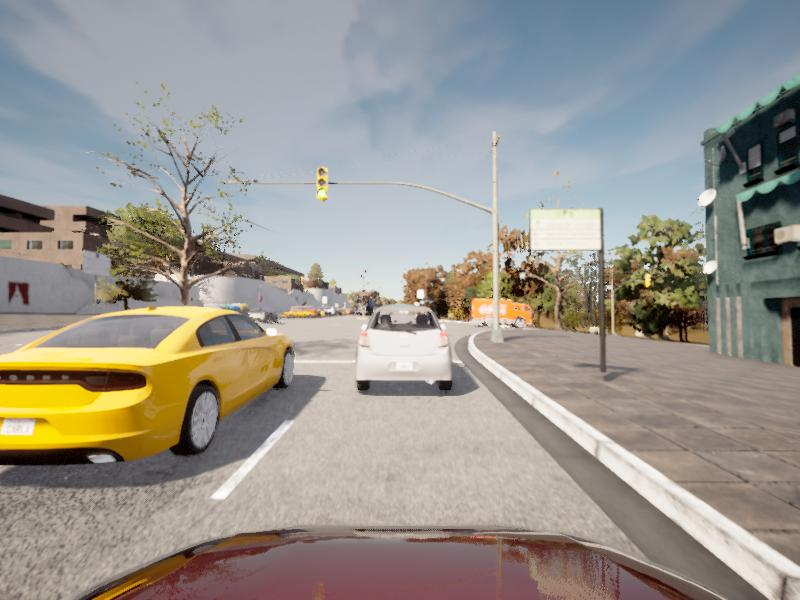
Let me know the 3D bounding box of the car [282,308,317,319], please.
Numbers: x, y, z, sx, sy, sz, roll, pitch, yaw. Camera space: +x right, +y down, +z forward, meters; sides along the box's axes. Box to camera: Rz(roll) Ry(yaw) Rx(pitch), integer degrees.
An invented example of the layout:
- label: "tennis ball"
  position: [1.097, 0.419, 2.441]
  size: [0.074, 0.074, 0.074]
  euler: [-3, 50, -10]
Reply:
- label: "car"
  position: [-16.127, 2.177, 64.169]
  size: [5.366, 1.575, 1.946]
  euler: [0, -2, -19]

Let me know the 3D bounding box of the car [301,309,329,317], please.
- label: "car"
  position: [-16.173, 2.476, 76.029]
  size: [4.892, 1.521, 2.231]
  euler: [0, -1, -19]

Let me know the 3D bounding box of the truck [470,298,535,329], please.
- label: "truck"
  position: [9.009, 1.235, 35.676]
  size: [5.204, 2.467, 2.627]
  euler: [2, -2, 4]

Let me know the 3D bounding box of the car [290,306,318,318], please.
- label: "car"
  position: [-16.164, 2.028, 67.132]
  size: [4.442, 1.987, 1.878]
  euler: [0, -2, -19]

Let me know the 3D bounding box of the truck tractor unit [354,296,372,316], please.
- label: "truck tractor unit"
  position: [-7.985, 1.419, 87.219]
  size: [3.053, 4.208, 6.516]
  euler: [0, -2, 1]

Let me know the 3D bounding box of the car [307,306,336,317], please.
- label: "car"
  position: [-16.149, 2.377, 81.983]
  size: [5.566, 2.045, 2.435]
  euler: [0, -1, -19]

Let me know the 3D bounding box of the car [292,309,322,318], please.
- label: "car"
  position: [-16.266, 2.356, 70.053]
  size: [4.792, 1.488, 2.163]
  euler: [0, -1, -19]

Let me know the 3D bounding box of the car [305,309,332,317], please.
- label: "car"
  position: [-16.156, 2.551, 79.013]
  size: [5.008, 1.535, 2.097]
  euler: [0, -2, -19]

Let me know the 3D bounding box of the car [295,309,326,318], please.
- label: "car"
  position: [-16.384, 2.397, 72.984]
  size: [5.366, 1.575, 1.946]
  euler: [0, -1, -19]

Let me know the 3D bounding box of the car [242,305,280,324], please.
- label: "car"
  position: [-11.517, 1.262, 33.466]
  size: [1.845, 1.501, 3.633]
  euler: [1, -3, 1]

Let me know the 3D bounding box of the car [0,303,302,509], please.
- label: "car"
  position: [-2.948, 0.829, 5.588]
  size: [1.882, 1.535, 5.008]
  euler: [0, 0, 1]

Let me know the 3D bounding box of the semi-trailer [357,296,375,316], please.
- label: "semi-trailer"
  position: [-7.920, 1.552, 95.138]
  size: [2.717, 4.402, 14.254]
  euler: [0, -2, 1]

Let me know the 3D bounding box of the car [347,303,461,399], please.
- label: "car"
  position: [0.079, 0.837, 8.262]
  size: [1.845, 1.501, 3.633]
  euler: [0, 0, 1]
